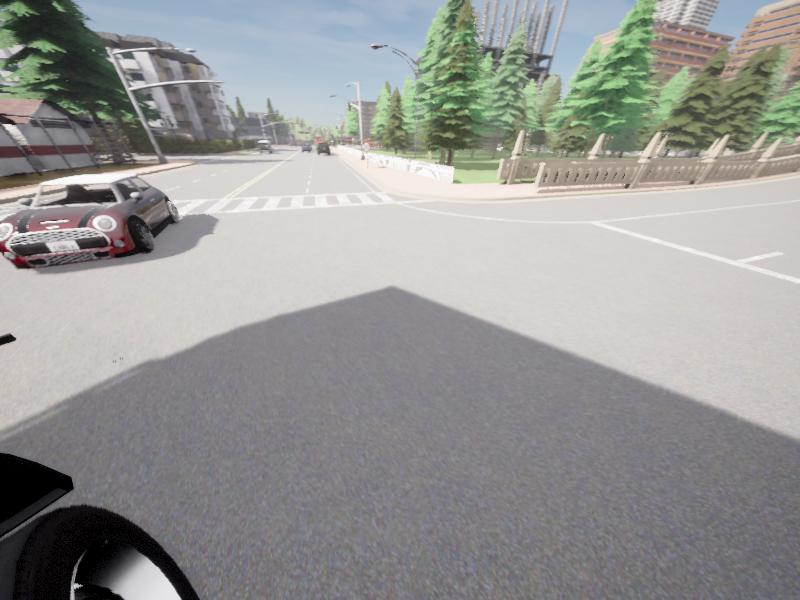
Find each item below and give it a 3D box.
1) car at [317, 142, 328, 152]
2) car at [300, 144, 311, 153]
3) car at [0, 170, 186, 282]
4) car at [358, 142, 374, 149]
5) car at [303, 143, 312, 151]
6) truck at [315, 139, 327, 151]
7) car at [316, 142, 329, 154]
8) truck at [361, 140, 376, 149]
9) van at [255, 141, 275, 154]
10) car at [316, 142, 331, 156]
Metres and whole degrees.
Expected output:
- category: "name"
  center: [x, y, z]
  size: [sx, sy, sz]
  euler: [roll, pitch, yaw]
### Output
- category: "car"
  center: [-18.176, -35.721, 54.034]
  size: [1.932, 1.855, 4.605]
  euler: [-9, 36, -14]
- category: "car"
  center: [-20.153, -32.395, 49.413]
  size: [1.789, 1.549, 3.705]
  euler: [-9, 36, -14]
- category: "car"
  center: [-7.334, -2.159, 5.711]
  size: [1.970, 1.475, 3.806]
  euler: [-15, 38, -22]
- category: "car"
  center: [-12.731, -57.839, 86.310]
  size: [5.566, 2.045, 2.150]
  euler: [-10, 36, -15]
- category: "car"
  center: [-23.905, -39.668, 59.900]
  size: [1.801, 1.575, 5.366]
  euler: [-9, 36, -14]
- category: "truck"
  center: [-21.812, -43.012, 64.051]
  size: [2.627, 2.467, 5.204]
  euler: [-9, 36, -14]
- category: "car"
  center: [-16.131, -31.832, 48.266]
  size: [2.150, 2.045, 5.566]
  euler: [-9, 36, -14]
- category: "truck"
  center: [-12.306, -60.160, 89.344]
  size: [5.204, 2.467, 2.627]
  euler: [-9, 36, -15]
- category: "van"
  center: [-25.441, -28.807, 43.601]
  size: [2.069, 2.038, 4.480]
  euler: [-9, 36, -14]
- category: "car"
  center: [-14.067, -27.846, 42.505]
  size: [2.150, 2.045, 5.566]
  euler: [-9, 36, -14]
